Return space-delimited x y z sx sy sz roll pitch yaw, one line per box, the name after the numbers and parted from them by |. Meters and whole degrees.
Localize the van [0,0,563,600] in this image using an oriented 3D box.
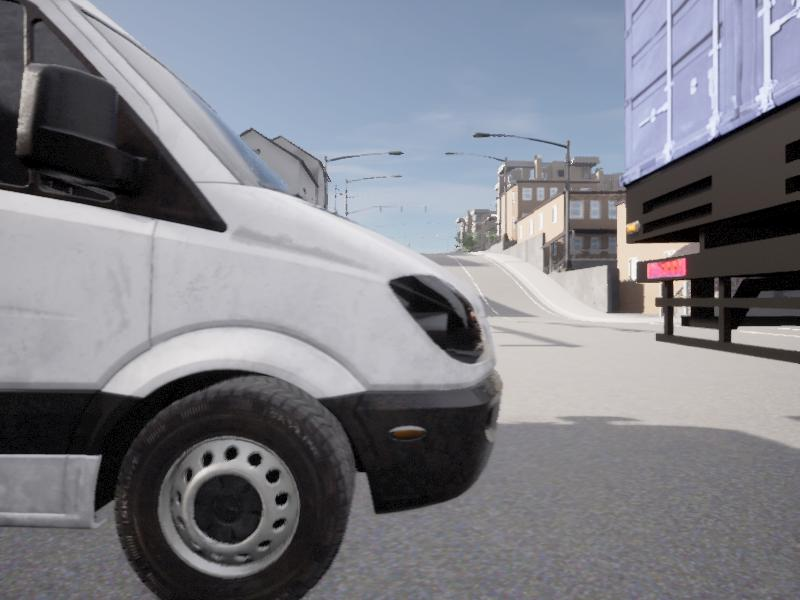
-2.470 -0.278 2.195 5.915 2.561 1.988 0 0 0 | van

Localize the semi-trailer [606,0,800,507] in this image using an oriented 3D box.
9.021 -1.211 2.263 14.254 4.402 2.717 0 0 1 | semi-trailer

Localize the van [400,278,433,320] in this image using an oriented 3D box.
0.931 -0.177 25.145 1.775 1.987 4.442 0 9 -1 | van
